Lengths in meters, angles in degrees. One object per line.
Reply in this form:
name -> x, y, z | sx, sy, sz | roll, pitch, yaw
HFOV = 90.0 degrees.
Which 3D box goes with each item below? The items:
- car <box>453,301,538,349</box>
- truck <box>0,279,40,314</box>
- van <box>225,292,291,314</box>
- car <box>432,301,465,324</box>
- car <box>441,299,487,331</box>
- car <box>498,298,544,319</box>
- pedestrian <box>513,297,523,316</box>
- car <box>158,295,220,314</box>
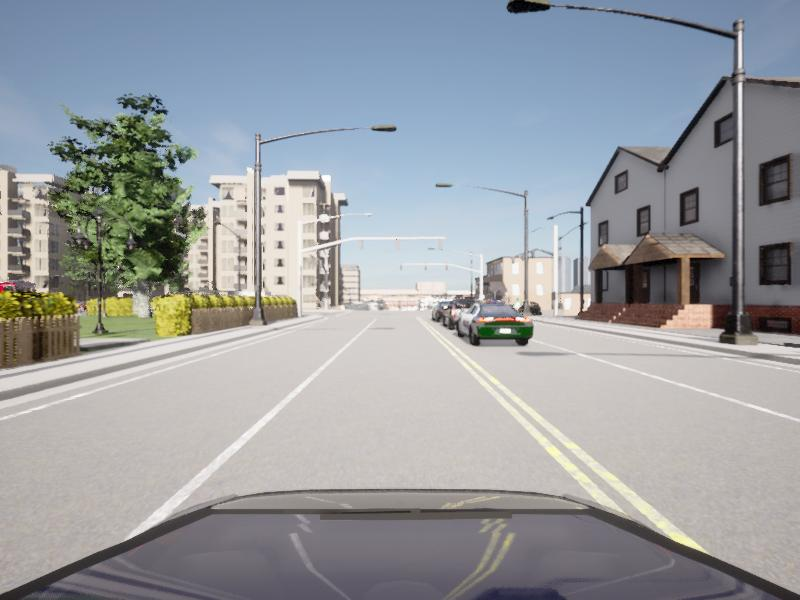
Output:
car -> 3.419, 0.804, 15.420 | 2.038, 1.542, 4.974 | 0, 0, 0
truck -> -45.517, -0.384, 44.206 | 8.468, 3.827, 2.891 | 0, 0, -5
van -> -15.419, 0.318, 43.632 | 6.366, 2.431, 2.351 | 0, 0, 0
car -> 3.359, 0.830, 28.483 | 1.812, 1.442, 4.674 | 0, 0, 0
car -> 3.390, 0.758, 21.919 | 1.851, 1.617, 3.988 | 0, 0, 0
car -> 14.171, 0.932, 46.855 | 4.605, 1.855, 1.932 | 7, 0, 0
pedestrian -> 11.866, 0.671, 40.215 | 0.751, 1.860, 0.751 | 0, 0, -1
car -> -22.970, 0.509, 43.700 | 5.566, 2.045, 2.150 | 0, 0, 1
